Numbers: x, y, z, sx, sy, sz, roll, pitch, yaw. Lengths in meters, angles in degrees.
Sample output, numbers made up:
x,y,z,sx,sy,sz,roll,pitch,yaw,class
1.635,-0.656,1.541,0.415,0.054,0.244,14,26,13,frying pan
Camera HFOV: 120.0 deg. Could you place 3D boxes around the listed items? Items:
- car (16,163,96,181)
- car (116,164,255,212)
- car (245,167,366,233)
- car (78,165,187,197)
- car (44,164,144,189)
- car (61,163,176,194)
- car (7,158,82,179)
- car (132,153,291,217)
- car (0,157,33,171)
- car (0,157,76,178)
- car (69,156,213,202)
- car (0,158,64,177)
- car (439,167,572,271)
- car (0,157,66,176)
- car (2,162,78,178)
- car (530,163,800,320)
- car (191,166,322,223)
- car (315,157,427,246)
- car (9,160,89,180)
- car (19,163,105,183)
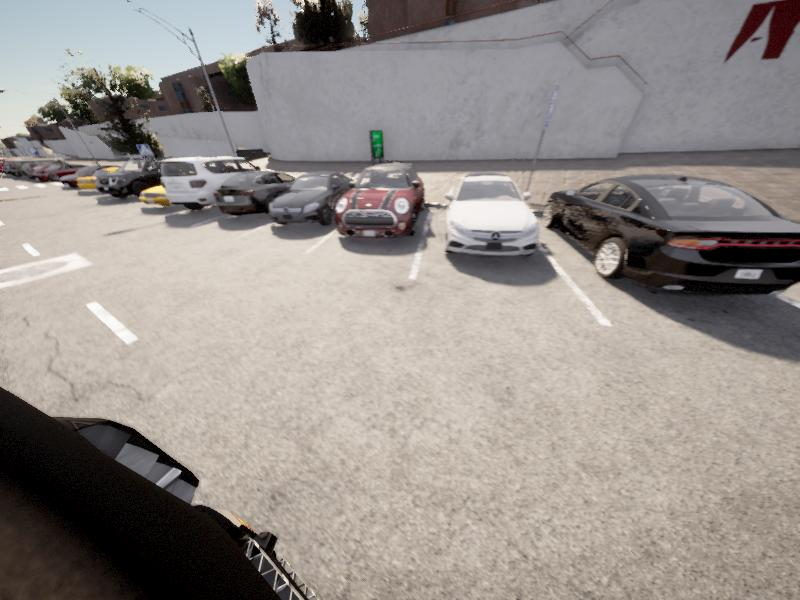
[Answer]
x,y,z,sx,sy,sz,roll,pitch,yaw,class
-39.446,-14.869,26.735,2.002,1.452,4.674,4,34,9,car
-10.858,-6.229,12.474,1.946,1.575,5.366,4,34,9,car
-3.016,-4.013,8.765,2.002,1.452,4.674,4,34,9,car
-18.629,-8.613,16.511,2.002,1.452,4.674,5,34,9,car
-26.439,-10.947,20.318,2.163,1.488,4.792,5,34,9,car
-21.209,-9.527,17.918,1.946,1.575,5.366,4,34,9,car
-44.601,-16.713,29.224,1.878,1.987,4.442,4,34,9,car
-8.231,-5.789,11.219,2.435,2.045,5.566,4,34,9,car
-73.072,-25.249,42.933,1.878,1.987,4.442,5,35,8,car
-49.787,-18.210,31.630,2.435,2.045,5.566,5,34,9,car
-16.036,-8.057,15.039,2.435,2.045,5.566,5,34,9,car
-52.387,-18.919,32.841,1.878,1.987,4.442,5,34,9,car
2.180,-2.518,6.163,2.002,1.452,4.674,4,34,9,car
-54.957,-19.801,34.218,2.435,2.045,5.566,4,34,9,car
-47.200,-17.235,30.520,2.231,1.521,4.892,4,34,9,car
4.771,-1.801,4.831,2.097,1.535,5.008,4,34,10,car
-5.624,-4.797,10.080,2.163,1.488,4.792,4,34,9,car
-0.419,-3.420,7.397,2.185,1.767,4.553,4,34,9,car
-42.038,-15.770,27.890,2.185,1.767,4.553,4,34,9,car
-36.842,-14.080,25.429,2.163,1.488,4.792,5,34,9,car
